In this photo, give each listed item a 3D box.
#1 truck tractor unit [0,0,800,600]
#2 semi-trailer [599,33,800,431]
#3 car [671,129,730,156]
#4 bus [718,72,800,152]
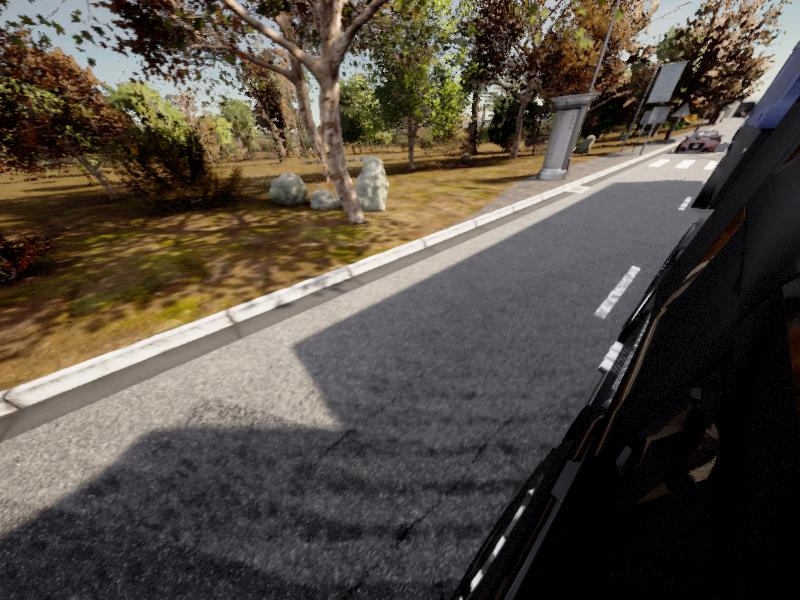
[{"bbox_3d":[2.645,-0.295,0.352,6.516,4.208,3.053,-28,44,-30],"label":"truck tractor unit"},{"bbox_3d":[8.666,-3.578,4.330,14.254,4.402,2.717,-28,43,-31],"label":"semi-trailer"},{"bbox_3d":[22.690,-11.919,17.440,4.181,1.385,1.994,-28,43,-30],"label":"car"},{"bbox_3d":[29.762,-14.447,17.953,10.273,4.253,3.944,-28,43,-30],"label":"bus"}]
